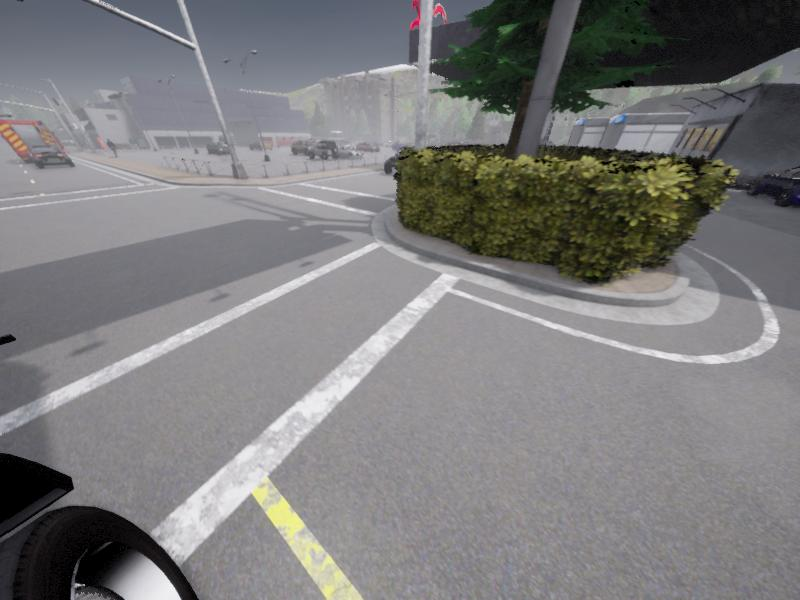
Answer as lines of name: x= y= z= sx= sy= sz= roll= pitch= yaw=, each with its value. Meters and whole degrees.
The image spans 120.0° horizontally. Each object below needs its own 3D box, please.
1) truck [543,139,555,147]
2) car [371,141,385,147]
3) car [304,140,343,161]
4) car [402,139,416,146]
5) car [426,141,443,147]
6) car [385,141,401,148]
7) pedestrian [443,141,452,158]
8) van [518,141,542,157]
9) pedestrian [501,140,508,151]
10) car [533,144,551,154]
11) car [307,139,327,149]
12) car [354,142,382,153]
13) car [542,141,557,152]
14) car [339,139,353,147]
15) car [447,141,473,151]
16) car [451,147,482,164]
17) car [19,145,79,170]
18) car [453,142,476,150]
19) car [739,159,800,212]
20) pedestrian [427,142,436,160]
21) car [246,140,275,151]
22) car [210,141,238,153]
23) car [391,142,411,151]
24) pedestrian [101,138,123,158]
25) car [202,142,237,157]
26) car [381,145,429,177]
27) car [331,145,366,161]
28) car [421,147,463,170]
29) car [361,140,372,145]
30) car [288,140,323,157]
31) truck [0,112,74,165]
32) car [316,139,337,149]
truck: x=52.346 y=-55.205 z=81.194 sx=2.390 sy=2.098 sz=6.274 roll=12 pitch=37 yaw=16
car: x=-6.259 y=-44.585 z=65.943 sx=3.633 sy=1.501 sz=1.845 roll=22 pitch=41 yaw=28
car: x=-8.749 y=-17.194 z=26.541 sx=3.866 sy=1.878 sz=1.905 roll=22 pitch=41 yaw=28
car: x=3.012 y=-53.132 z=78.037 sx=4.605 sy=1.855 sz=1.932 roll=22 pitch=40 yaw=27
car: x=11.114 y=-49.729 z=73.622 sx=4.792 sy=1.488 sz=2.163 roll=22 pitch=40 yaw=27
car: x=-1.897 y=-40.698 z=60.482 sx=3.806 sy=1.475 sz=1.970 roll=22 pitch=41 yaw=28
pedestrian: x=6.482 y=-20.462 z=31.418 sx=0.751 sy=1.860 sz=0.751 roll=22 pitch=40 yaw=27
van: x=21.004 y=-24.386 z=37.263 sx=2.069 sy=2.038 sz=4.480 roll=22 pitch=41 yaw=28
pedestrian: x=22.706 y=-33.499 z=50.052 sx=0.751 sy=1.860 sz=0.751 roll=22 pitch=41 yaw=28
car: x=28.101 y=-29.905 z=45.594 sx=2.007 sy=1.525 sz=4.514 roll=22 pitch=41 yaw=28
car: x=-18.377 y=-34.651 z=51.231 sx=3.866 sy=1.878 sz=1.905 roll=22 pitch=41 yaw=28
car: x=-5.564 y=-26.792 z=40.571 sx=4.514 sy=1.523 sz=2.007 roll=22 pitch=41 yaw=28
car: x=33.259 y=-34.204 z=51.437 sx=1.905 sy=1.878 sz=3.866 roll=22 pitch=41 yaw=28
car: x=-17.153 y=-49.672 z=72.937 sx=1.905 sy=1.878 sz=3.866 roll=22 pitch=41 yaw=28
car: x=13.297 y=-34.436 z=51.631 sx=5.027 sy=1.636 sz=2.152 roll=22 pitch=41 yaw=28
car: x=7.897 y=-17.069 z=27.254 sx=1.970 sy=1.475 sz=3.806 roll=22 pitch=41 yaw=28
car: x=-30.035 y=-12.272 z=19.750 sx=4.974 sy=1.542 sz=2.038 roll=22 pitch=41 yaw=28
car: x=15.056 y=-35.918 z=53.764 sx=4.514 sy=1.523 sz=2.007 roll=22 pitch=41 yaw=28
car: x=18.765 y=-5.246 z=10.519 sx=2.242 sy=1.667 sz=4.611 roll=22 pitch=41 yaw=28
pedestrian: x=3.836 y=-18.280 z=28.299 sx=0.751 sy=1.860 sz=0.751 roll=22 pitch=41 yaw=28
car: x=-25.727 y=-28.584 z=42.694 sx=5.027 sy=1.636 sz=2.152 roll=22 pitch=41 yaw=28
car: x=-29.149 y=-25.400 z=38.285 sx=3.806 sy=1.475 sz=1.970 roll=22 pitch=41 yaw=28
car: x=0.211 y=-31.450 z=47.266 sx=3.633 sy=1.501 sz=1.845 roll=22 pitch=41 yaw=28
pedestrian: x=-32.535 y=-17.185 z=26.113 sx=0.751 sy=1.860 sz=0.751 roll=-24 pitch=42 yaw=-30
car: x=-25.484 y=-21.272 z=32.572 sx=4.514 sy=1.523 sz=2.007 roll=22 pitch=41 yaw=28
car: x=0.497 y=-11.268 z=18.602 sx=1.905 sy=1.878 sz=3.866 roll=22 pitch=41 yaw=28
car: x=-6.340 y=-18.318 z=28.649 sx=3.806 sy=1.475 sz=1.970 roll=22 pitch=41 yaw=28
car: x=4.235 y=-14.175 z=22.987 sx=2.033 sy=1.649 sz=4.856 roll=22 pitch=41 yaw=28
car: x=-12.108 y=-57.143 z=83.916 sx=1.816 sy=1.474 sz=4.193 roll=22 pitch=41 yaw=28
car: x=-13.301 y=-21.349 z=32.434 sx=4.605 sy=1.855 sz=1.932 roll=22 pitch=41 yaw=28
truck: x=-37.311 y=-16.203 z=23.277 sx=8.468 sy=3.827 sz=2.891 roll=22 pitch=41 yaw=28
car: x=-17.046 y=-36.136 z=53.384 sx=4.605 sy=1.855 sz=1.932 roll=22 pitch=41 yaw=28
